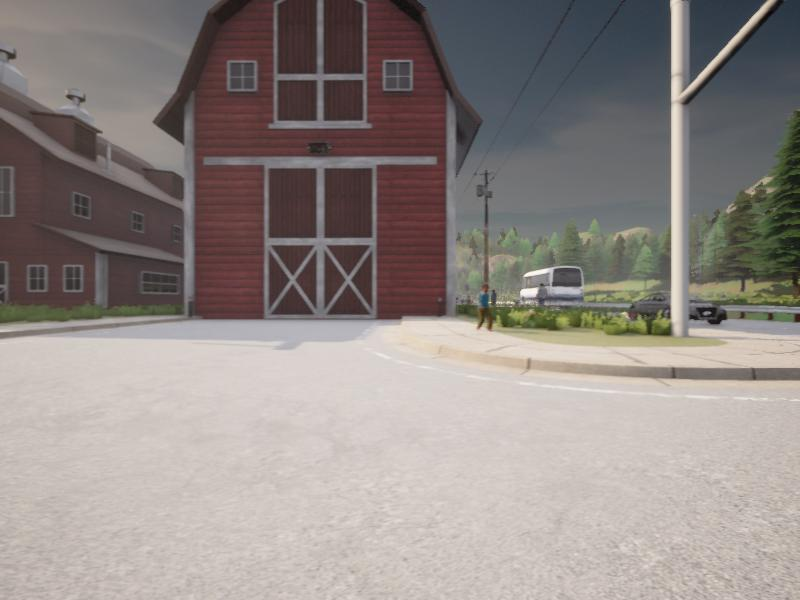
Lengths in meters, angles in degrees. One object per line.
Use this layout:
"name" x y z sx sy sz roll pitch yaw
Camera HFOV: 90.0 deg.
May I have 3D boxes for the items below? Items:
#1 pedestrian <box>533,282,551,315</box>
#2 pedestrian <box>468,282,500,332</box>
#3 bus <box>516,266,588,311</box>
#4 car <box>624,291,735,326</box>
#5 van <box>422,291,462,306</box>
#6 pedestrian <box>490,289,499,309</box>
"pedestrian" 8.050 -0.090 22.744 0.751 1.860 0.751 0 0 0
"pedestrian" 1.921 0.151 9.162 0.500 1.100 0.500 0 0 -26
"bus" 15.783 -1.108 42.809 3.944 4.253 10.273 0 0 1
"car" 12.059 0.333 17.663 1.994 1.385 4.181 0 0 1
"van" 6.786 -0.198 65.142 6.366 2.431 2.351 0 0 7
"pedestrian" 8.699 -0.090 36.821 0.751 1.860 0.751 0 0 8
